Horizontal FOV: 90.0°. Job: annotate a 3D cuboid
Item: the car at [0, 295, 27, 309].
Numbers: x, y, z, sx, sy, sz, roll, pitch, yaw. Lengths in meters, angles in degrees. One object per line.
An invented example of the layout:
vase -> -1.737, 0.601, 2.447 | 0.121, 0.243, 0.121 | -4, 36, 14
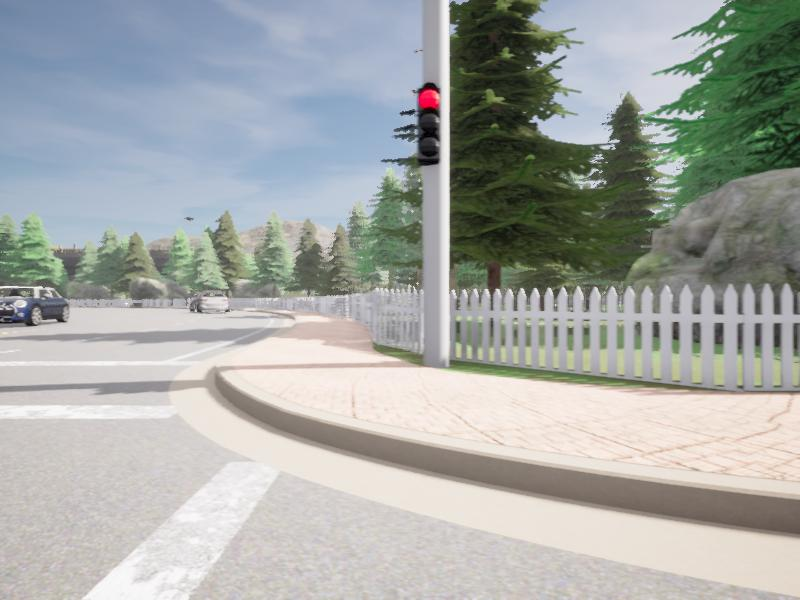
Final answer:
car -> -45.119, 0.237, 44.996 | 4.974, 1.542, 2.038 | 0, 0, 9

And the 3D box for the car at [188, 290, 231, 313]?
car -> -14.819, 0.122, 30.983 | 2.242, 1.667, 4.611 | 0, 0, -36

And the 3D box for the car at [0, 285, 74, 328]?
car -> -14.392, 0.219, 15.201 | 1.970, 1.475, 3.806 | 0, 0, -21
